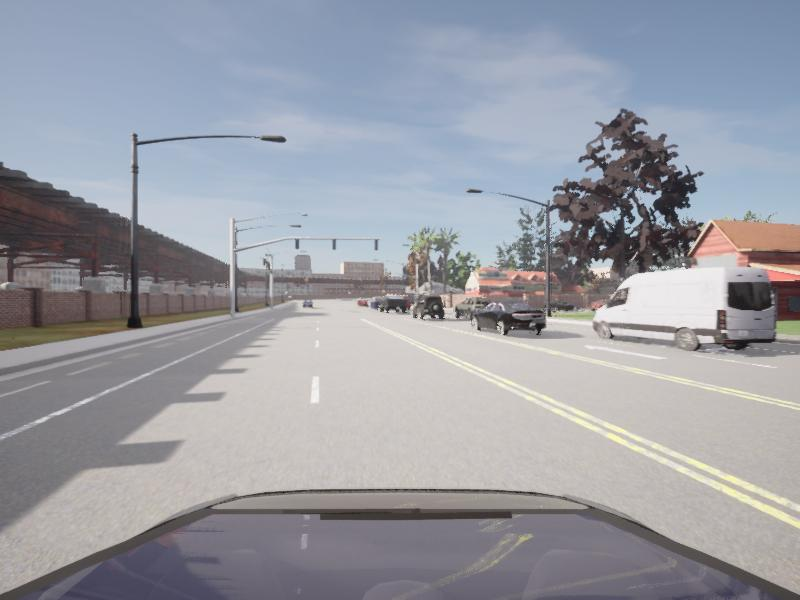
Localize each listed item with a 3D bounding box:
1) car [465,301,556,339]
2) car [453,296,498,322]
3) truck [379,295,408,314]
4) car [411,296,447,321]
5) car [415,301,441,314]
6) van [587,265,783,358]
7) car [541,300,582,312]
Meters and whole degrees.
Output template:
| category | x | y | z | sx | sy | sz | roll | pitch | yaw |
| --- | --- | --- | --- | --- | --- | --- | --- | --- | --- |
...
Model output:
| category | x | y | z | sx | sy | sz | roll | pitch | yaw |
| --- | --- | --- | --- | --- | --- | --- | --- | --- | --- |
| car | 4.999 | 0.828 | 18.996 | 2.128 | 1.511 | 4.902 | 0 | 0 | -12 |
| car | 5.908 | 0.644 | 31.941 | 1.932 | 1.855 | 4.605 | 0 | 1 | -11 |
| truck | -0.853 | 0.516 | 47.635 | 2.390 | 2.098 | 6.274 | 0 | 0 | -12 |
| car | 2.278 | 0.634 | 32.320 | 1.905 | 1.878 | 3.866 | 0 | 0 | -12 |
| car | 3.113 | 0.829 | 45.720 | 1.970 | 1.475 | 3.806 | 0 | 0 | -12 |
| van | 9.429 | 0.317 | 14.167 | 1.988 | 2.561 | 5.915 | 0 | 0 | -11 |
| car | 21.374 | 0.822 | 52.997 | 4.892 | 1.490 | 1.837 | 1 | 0 | -13 |
